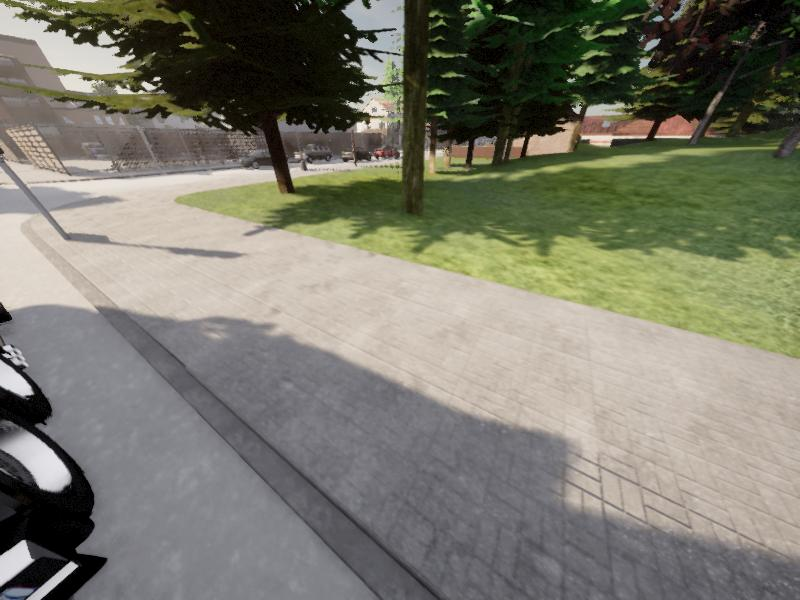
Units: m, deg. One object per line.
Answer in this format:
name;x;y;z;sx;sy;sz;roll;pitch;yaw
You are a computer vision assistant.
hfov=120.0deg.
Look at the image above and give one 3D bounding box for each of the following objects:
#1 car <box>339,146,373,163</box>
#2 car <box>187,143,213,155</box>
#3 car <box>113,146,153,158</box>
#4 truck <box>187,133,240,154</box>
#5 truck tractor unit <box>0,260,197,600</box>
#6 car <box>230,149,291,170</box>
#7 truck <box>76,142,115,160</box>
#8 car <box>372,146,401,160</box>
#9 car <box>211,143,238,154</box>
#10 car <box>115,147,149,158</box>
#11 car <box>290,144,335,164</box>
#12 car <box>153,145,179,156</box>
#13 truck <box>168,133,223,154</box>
car;-5.259;-17.809;28.221;1.851;1.617;3.988;19;39;25
car;-38.263;-29.009;44.232;3.866;1.878;1.905;19;39;25
car;-43.488;-24.272;37.752;1.789;1.547;3.705;19;39;25
truck;-43.399;-36.824;54.294;2.891;3.827;8.468;19;39;25
truck tractor unit;-5.106;-0.306;0.787;6.516;4.208;3.053;19;39;24
car;-13.746;-14.160;23.149;1.837;1.490;4.892;18;39;25
truck;-45.921;-22.503;34.811;4.478;2.038;2.069;19;39;25
car;-1.796;-20.936;32.754;2.007;1.525;4.514;18;39;24
car;-35.838;-30.960;47.199;4.611;1.667;2.242;19;39;25
car;-43.742;-24.148;37.701;5.357;1.415;2.033;19;39;25
car;-10.292;-17.548;27.650;1.932;1.855;4.605;19;39;25
car;-41.689;-26.621;41.128;3.633;1.501;1.845;19;39;25
truck;-47.948;-36.932;54.484;2.891;3.827;8.468;19;39;25
